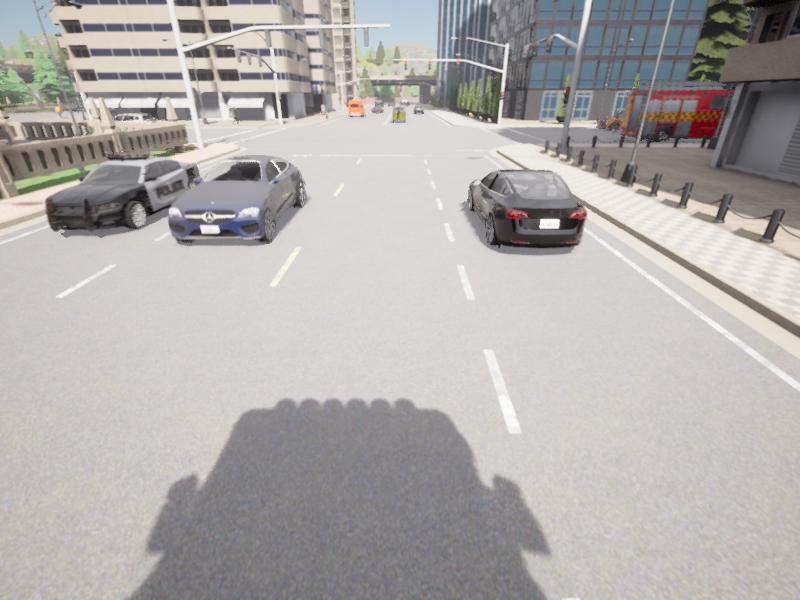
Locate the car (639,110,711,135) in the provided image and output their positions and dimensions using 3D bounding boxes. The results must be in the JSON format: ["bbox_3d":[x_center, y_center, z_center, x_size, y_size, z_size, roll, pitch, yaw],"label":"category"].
[{"bbox_3d":[24.018,-15.606,35.130,4.605,1.855,1.932,0,27,1],"label":"car"}]

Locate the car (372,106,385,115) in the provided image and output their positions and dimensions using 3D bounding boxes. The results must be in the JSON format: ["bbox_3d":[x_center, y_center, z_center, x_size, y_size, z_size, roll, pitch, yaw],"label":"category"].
[{"bbox_3d":[-4.171,-36.334,76.540,1.994,1.385,4.181,-5,27,-9],"label":"car"}]

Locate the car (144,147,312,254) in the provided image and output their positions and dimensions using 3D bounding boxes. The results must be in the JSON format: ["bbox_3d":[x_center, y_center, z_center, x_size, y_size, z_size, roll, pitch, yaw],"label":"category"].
[{"bbox_3d":[-4.010,-2.888,10.593,2.152,1.651,5.027,0,27,0],"label":"car"}]

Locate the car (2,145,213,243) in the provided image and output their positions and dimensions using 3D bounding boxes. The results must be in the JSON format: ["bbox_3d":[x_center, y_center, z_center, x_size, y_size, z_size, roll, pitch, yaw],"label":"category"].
[{"bbox_3d":[-7.504,-3.223,11.232,1.930,1.638,5.238,0,27,0],"label":"car"}]

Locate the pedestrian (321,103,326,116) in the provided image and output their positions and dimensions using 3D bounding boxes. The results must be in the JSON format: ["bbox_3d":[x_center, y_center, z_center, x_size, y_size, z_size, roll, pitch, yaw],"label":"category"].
[{"bbox_3d":[-12.648,-31.508,66.142,0.751,1.860,0.751,-5,27,-11],"label":"pedestrian"}]

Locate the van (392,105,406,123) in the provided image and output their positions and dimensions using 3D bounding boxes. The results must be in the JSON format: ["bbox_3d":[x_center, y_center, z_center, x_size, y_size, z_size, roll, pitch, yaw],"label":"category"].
[{"bbox_3d":[-0.086,-24.897,53.401,1.775,1.987,4.442,0,27,0],"label":"van"}]

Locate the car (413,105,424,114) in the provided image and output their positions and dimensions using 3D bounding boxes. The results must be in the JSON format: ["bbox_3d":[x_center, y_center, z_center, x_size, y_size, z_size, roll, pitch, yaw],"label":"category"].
[{"bbox_3d":[3.662,-37.407,78.464,2.007,1.525,4.514,0,27,0],"label":"car"}]

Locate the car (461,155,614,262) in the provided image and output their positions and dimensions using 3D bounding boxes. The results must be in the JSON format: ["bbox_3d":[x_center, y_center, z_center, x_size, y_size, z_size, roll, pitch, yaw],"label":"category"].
[{"bbox_3d":[2.990,-2.536,10.050,2.163,1.488,4.792,0,27,0],"label":"car"}]

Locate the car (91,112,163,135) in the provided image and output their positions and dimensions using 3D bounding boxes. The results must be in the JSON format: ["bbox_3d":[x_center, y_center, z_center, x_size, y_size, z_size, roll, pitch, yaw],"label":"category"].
[{"bbox_3d":[-24.477,-15.909,36.005,4.611,1.667,2.242,2,27,4],"label":"car"}]

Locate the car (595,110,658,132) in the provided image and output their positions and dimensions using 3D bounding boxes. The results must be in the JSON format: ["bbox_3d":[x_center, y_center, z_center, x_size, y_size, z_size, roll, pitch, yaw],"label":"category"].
[{"bbox_3d":[21.578,-17.171,38.299,4.553,1.767,2.097,0,27,1],"label":"car"}]

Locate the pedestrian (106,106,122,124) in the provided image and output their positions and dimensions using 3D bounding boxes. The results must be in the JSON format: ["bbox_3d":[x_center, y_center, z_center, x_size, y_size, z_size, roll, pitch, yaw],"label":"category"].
[{"bbox_3d":[-32.989,-21.406,46.205,0.751,1.860,0.751,6,28,12],"label":"pedestrian"}]

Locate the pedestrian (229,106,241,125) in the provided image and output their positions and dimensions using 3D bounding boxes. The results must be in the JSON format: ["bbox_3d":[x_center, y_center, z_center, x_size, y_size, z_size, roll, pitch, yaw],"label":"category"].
[{"bbox_3d":[-18.187,-20.389,44.194,0.751,1.860,0.751,-2,27,-4],"label":"pedestrian"}]

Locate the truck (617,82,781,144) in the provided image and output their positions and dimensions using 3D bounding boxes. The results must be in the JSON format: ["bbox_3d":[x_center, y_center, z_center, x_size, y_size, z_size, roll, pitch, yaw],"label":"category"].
[{"bbox_3d":[20.834,-13.312,28.486,8.468,3.827,2.891,0,27,1],"label":"truck"}]

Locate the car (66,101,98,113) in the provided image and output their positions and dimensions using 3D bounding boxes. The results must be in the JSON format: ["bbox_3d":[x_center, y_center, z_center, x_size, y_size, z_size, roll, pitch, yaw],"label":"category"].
[{"bbox_3d":[-66.561,-40.474,83.864,2.150,2.045,5.566,0,27,1],"label":"car"}]

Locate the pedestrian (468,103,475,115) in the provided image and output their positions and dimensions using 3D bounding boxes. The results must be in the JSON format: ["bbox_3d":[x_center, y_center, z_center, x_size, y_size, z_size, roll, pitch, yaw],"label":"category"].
[{"bbox_3d":[12.046,-32.356,67.726,0.751,1.860,0.751,22,34,36],"label":"pedestrian"}]

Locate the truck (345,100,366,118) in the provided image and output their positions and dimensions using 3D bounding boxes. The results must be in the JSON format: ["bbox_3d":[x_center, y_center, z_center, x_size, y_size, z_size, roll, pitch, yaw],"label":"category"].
[{"bbox_3d":[-6.982,-30.472,63.820,2.627,2.467,5.204,0,27,1],"label":"truck"}]
